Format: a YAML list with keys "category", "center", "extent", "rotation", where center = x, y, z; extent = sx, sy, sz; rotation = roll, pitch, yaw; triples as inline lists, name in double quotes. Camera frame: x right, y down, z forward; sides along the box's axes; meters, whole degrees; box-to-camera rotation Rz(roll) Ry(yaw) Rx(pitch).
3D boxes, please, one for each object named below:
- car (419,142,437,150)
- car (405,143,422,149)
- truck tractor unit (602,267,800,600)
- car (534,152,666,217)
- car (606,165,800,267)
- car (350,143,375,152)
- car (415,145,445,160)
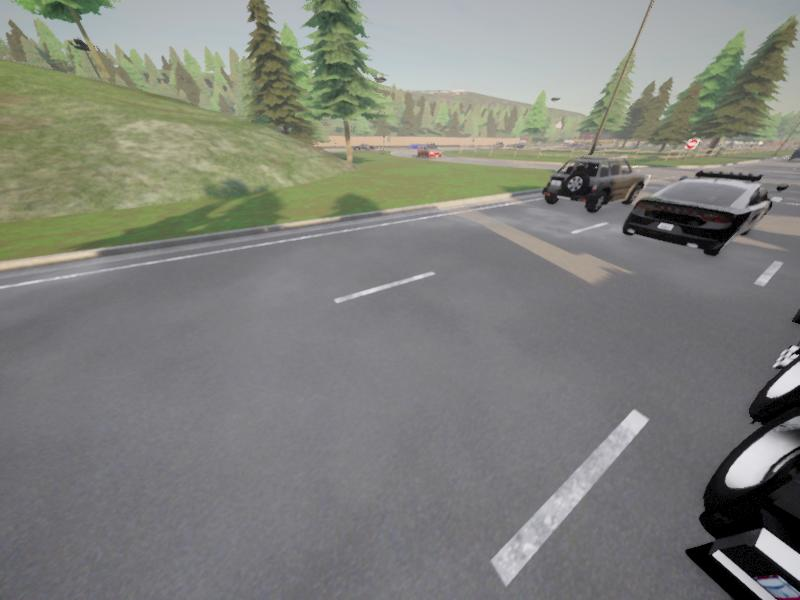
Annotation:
- category: "car"
  center: [7.652, -42.477, 63.617]
  extent: [4.605, 1.855, 1.932]
  rotation: [-18, 39, -24]
- category: "car"
  center: [4.096, -45.753, 68.682]
  extent: [4.514, 1.525, 2.007]
  rotation: [-18, 39, -24]
- category: "truck tractor unit"
  center: [5.114, -0.297, 0.779]
  extent: [6.516, 4.208, 3.053]
  rotation: [-18, 39, -24]
- category: "car"
  center: [8.131, -4.895, 9.476]
  extent: [4.605, 1.855, 1.932]
  rotation: [-18, 39, -24]
- category: "car"
  center: [8.541, -2.630, 6.424]
  extent: [5.238, 1.638, 1.930]
  rotation: [-18, 39, -24]
- category: "car"
  center: [-8.568, -34.780, 52.622]
  extent: [5.238, 1.638, 1.930]
  rotation: [-18, 39, -25]
- category: "car"
  center: [4.295, -21.880, 34.101]
  extent: [2.242, 1.667, 4.611]
  rotation: [-15, 37, -20]
